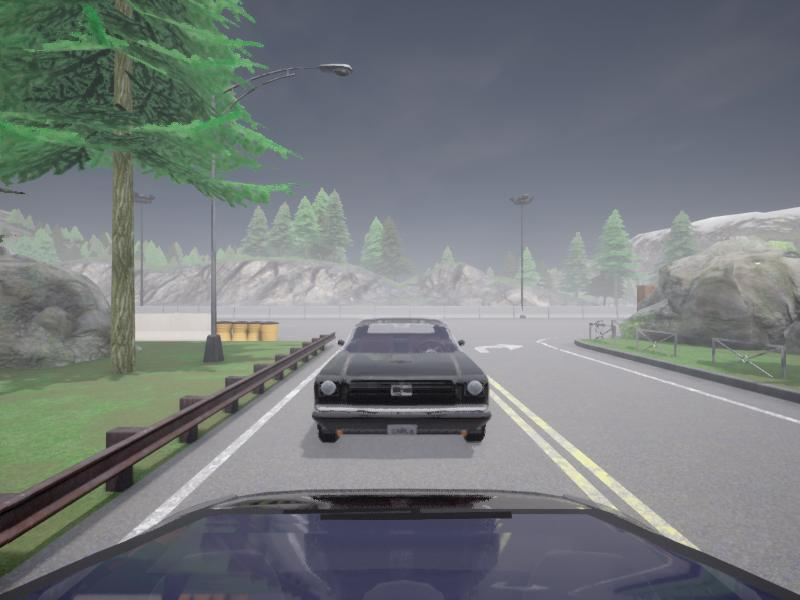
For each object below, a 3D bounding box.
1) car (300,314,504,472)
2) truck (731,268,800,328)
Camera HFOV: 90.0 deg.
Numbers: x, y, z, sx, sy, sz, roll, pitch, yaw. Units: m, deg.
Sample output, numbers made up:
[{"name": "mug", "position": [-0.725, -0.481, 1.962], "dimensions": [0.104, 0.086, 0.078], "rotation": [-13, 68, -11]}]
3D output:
[{"name": "car", "position": [0.018, 0.943, 6.072], "dimensions": [1.895, 1.301, 4.718], "rotation": [0, 0, 0]}, {"name": "truck", "position": [27.824, -0.125, 27.115], "dimensions": [8.468, 3.827, 2.891], "rotation": [0, 0, -1]}]
